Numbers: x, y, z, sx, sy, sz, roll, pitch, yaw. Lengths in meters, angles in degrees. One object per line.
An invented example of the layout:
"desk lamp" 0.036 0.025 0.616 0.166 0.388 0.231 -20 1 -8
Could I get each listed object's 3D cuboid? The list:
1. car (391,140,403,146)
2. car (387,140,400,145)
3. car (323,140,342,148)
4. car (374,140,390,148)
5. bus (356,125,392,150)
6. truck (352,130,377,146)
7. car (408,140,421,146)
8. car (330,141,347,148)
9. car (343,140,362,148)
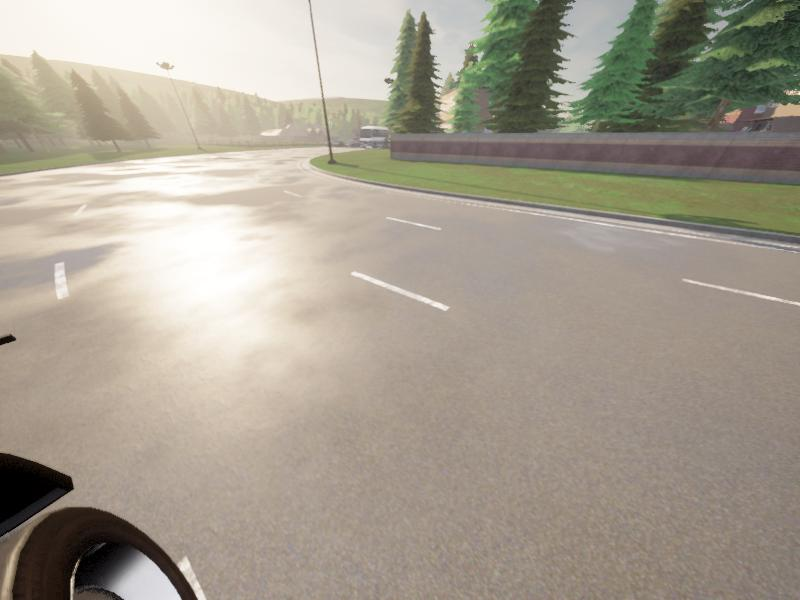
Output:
"car" -1.035 -53.145 78.034 2.007 1.525 4.514 22 40 27
"car" -2.299 -55.666 81.609 2.128 1.511 4.902 22 40 27
"car" -17.755 -41.404 61.227 2.163 1.488 4.792 15 38 20
"car" -4.876 -42.480 62.798 1.801 1.575 5.366 17 39 22
"bus" -5.735 -38.158 54.300 3.944 4.253 10.273 13 37 17
"truck" -10.657 -49.550 70.795 2.891 3.827 8.468 19 39 25
"car" 4.744 -50.858 74.814 2.163 1.488 4.792 22 40 27
"car" -15.470 -39.476 58.502 1.816 1.474 4.193 13 37 17
"car" -11.890 -39.188 57.981 2.033 1.649 4.856 15 38 20
